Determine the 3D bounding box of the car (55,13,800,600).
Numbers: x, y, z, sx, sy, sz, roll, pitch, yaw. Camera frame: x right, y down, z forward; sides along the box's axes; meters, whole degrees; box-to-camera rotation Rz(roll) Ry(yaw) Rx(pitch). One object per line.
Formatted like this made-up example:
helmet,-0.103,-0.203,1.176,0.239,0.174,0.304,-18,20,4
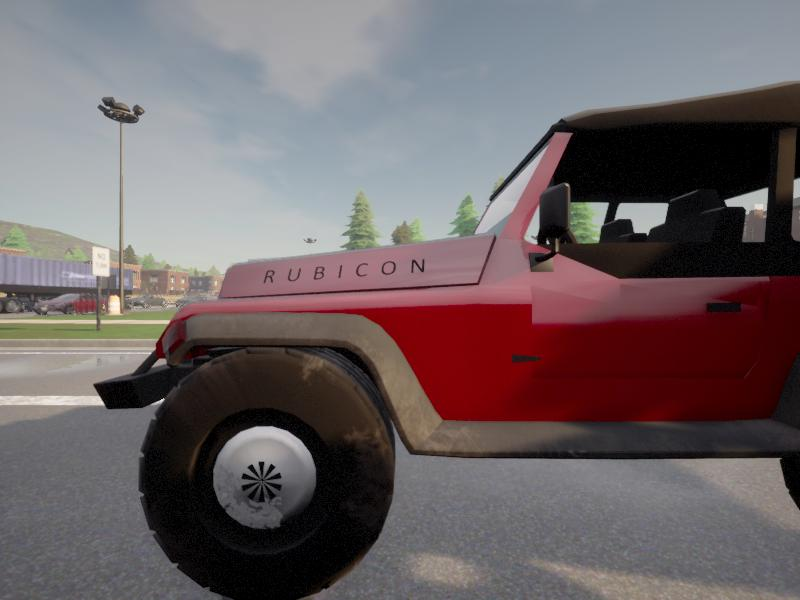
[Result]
car,0.856,0.046,2.203,3.866,1.878,1.905,0,0,0

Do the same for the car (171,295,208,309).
car,-24.984,0.248,47.615,1.837,1.490,4.892,0,0,-1

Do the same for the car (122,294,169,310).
car,-28.452,0.182,44.972,2.152,1.651,5.027,0,0,-1

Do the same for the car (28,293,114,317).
car,-21.223,0.272,26.130,1.812,1.442,4.674,0,0,-1

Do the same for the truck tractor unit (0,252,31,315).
truck tractor unit,-28.225,-1.095,25.668,3.053,4.208,6.516,0,0,-1

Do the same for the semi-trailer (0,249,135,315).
semi-trailer,-28.314,-1.217,33.587,2.717,4.402,14.254,0,0,-1

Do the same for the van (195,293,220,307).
van,-28.630,0.001,59.638,1.775,1.987,4.442,0,0,-1
